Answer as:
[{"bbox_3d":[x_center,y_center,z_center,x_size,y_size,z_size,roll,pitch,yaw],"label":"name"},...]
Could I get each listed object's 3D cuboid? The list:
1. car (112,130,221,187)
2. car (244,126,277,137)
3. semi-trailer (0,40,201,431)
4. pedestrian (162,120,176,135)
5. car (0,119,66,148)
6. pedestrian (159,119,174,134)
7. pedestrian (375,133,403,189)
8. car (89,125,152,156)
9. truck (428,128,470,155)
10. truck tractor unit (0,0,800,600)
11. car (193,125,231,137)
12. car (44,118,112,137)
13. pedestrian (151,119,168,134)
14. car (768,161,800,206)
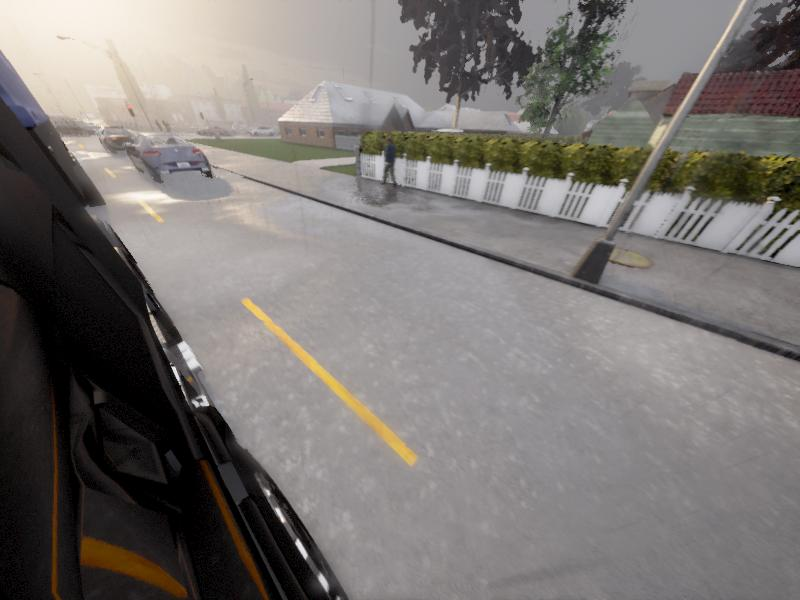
[{"bbox_3d":[-10.676,-6.612,10.535,5.027,1.651,2.152,28,44,30],"label":"car"},{"bbox_3d":[-25.456,-30.948,42.397,2.007,1.525,4.514,28,44,30],"label":"car"},{"bbox_3d":[-8.686,-3.597,4.264,14.254,4.402,2.717,28,44,30],"label":"semi-trailer"},{"bbox_3d":[-35.106,-26.199,35.122,0.751,1.860,0.751,-28,46,-34],"label":"pedestrian"},{"bbox_3d":[-29.259,-13.368,18.487,4.611,1.667,2.242,28,44,30],"label":"car"},{"bbox_3d":[-35.803,-26.565,35.402,0.751,1.860,0.751,25,42,27],"label":"pedestrian"},{"bbox_3d":[-0.448,-5.646,9.415,0.751,1.860,0.751,-25,45,-32],"label":"pedestrian"},{"bbox_3d":[-21.012,-12.055,17.328,4.974,1.542,2.038,29,44,30],"label":"car"},{"bbox_3d":[5.114,-16.515,24.050,2.069,2.038,4.478,28,44,30],"label":"truck"},{"bbox_3d":[-2.645,-0.295,0.351,6.516,4.208,3.053,28,44,30],"label":"truck tractor unit"},{"bbox_3d":[-30.476,-27.459,37.563,1.994,1.385,4.181,28,43,30],"label":"car"},{"bbox_3d":[-39.409,-21.149,28.371,4.856,1.649,2.033,4,38,3],"label":"car"},{"bbox_3d":[-36.150,-26.063,34.710,0.751,1.860,0.751,6,37,5],"label":"pedestrian"},{"bbox_3d":[17.712,-3.992,8.427,4.181,1.381,1.994,28,44,30],"label":"car"}]
